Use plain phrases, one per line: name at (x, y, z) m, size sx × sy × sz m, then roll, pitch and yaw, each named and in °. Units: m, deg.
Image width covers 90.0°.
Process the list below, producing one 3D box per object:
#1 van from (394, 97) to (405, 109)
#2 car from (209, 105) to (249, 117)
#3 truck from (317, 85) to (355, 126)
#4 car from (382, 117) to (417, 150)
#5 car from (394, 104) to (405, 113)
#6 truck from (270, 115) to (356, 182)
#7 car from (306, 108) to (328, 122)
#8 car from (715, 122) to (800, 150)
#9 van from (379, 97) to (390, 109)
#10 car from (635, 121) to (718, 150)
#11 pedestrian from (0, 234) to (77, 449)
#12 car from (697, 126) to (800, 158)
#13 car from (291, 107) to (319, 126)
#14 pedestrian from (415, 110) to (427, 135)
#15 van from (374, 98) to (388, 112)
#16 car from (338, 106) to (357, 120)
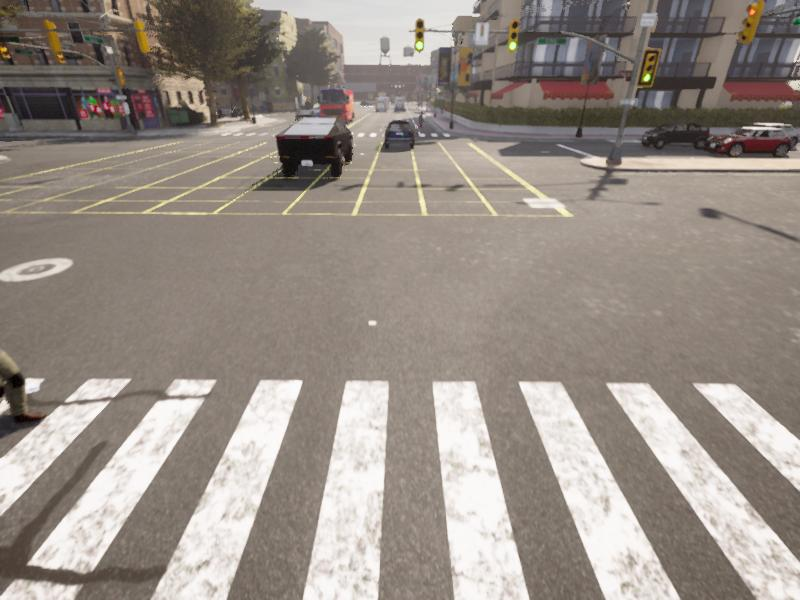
van at (-0.088, -46.103, 93.622) m, size 2.351 × 2.431 × 6.366 m, roll 0°, pitch 27°, yaw 0°
car at (-25.361, -28.133, 59.468) m, size 4.974 × 1.542 × 2.038 m, roll 1°, pitch 27°, yaw 1°
truck at (-7.048, -22.223, 45.610) m, size 2.891 × 3.827 × 8.468 m, roll 0°, pitch 27°, yaw 0°
car at (-0.028, -10.970, 26.175) m, size 2.033 × 1.649 × 4.856 m, roll 0°, pitch 27°, yaw 0°
car at (-0.074, -36.292, 75.684) m, size 1.994 × 1.385 × 4.181 m, roll 0°, pitch 27°, yaw 0°
truck at (-3.517, -6.902, 17.727) m, size 2.390 × 2.098 × 6.274 m, roll 0°, pitch 27°, yaw 0°
car at (-10.551, -23.640, 50.941) m, size 1.812 × 1.442 × 4.674 m, roll 0°, pitch 27°, yaw 0°
car at (22.988, -10.472, 25.555) m, size 3.806 × 1.475 × 1.970 m, roll 0°, pitch 27°, yaw 0°
van at (-3.587, -46.079, 93.547) m, size 2.351 × 2.431 × 6.366 m, roll 0°, pitch 27°, yaw 0°
car at (17.556, -10.536, 25.552) m, size 3.705 × 1.549 × 1.789 m, roll 0°, pitch 27°, yaw 0°
pedestrian at (-3.930, 0.423, 3.686) m, size 0.751 × 1.860 × 0.751 m, roll -5°, pitch 28°, yaw -9°
car at (19.474, -8.891, 22.452) m, size 3.806 × 1.475 × 1.970 m, roll 0°, pitch 27°, yaw 0°
car at (-10.548, -20.647, 44.904) m, size 1.930 × 1.638 × 5.238 m, roll 0°, pitch 27°, yaw -1°
pedestrian at (1.741, -14.659, 33.060) m, size 0.751 × 1.860 × 0.751 m, roll -8°, pitch 28°, yaw -15°
van at (-3.573, -37.923, 77.687) m, size 2.351 × 2.431 × 6.366 m, roll 0°, pitch 27°, yaw 0°
car at (-7.054, -25.284, 54.014) m, size 1.801 × 1.575 × 5.366 m, roll 0°, pitch 27°, yaw 0°
